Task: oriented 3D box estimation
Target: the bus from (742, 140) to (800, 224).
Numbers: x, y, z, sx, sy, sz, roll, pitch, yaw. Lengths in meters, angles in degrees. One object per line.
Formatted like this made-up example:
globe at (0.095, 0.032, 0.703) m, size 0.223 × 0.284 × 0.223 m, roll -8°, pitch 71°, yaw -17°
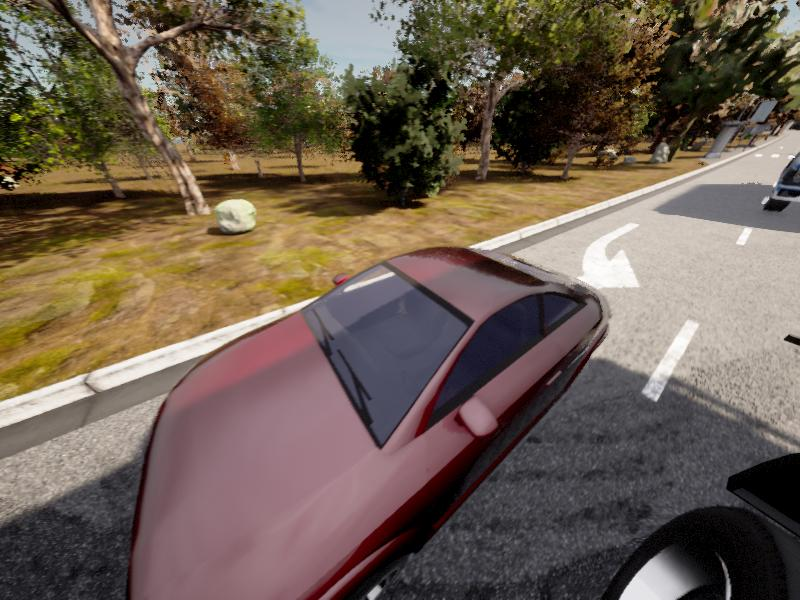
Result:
bus at (17.083, -5.461, 7.829) m, size 10.273 × 4.253 × 3.944 m, roll -23°, pitch 41°, yaw -28°

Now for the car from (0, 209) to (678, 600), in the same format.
car at (0.232, 0.382, 2.178) m, size 4.181 × 1.385 × 1.994 m, roll -22°, pitch 41°, yaw -28°
